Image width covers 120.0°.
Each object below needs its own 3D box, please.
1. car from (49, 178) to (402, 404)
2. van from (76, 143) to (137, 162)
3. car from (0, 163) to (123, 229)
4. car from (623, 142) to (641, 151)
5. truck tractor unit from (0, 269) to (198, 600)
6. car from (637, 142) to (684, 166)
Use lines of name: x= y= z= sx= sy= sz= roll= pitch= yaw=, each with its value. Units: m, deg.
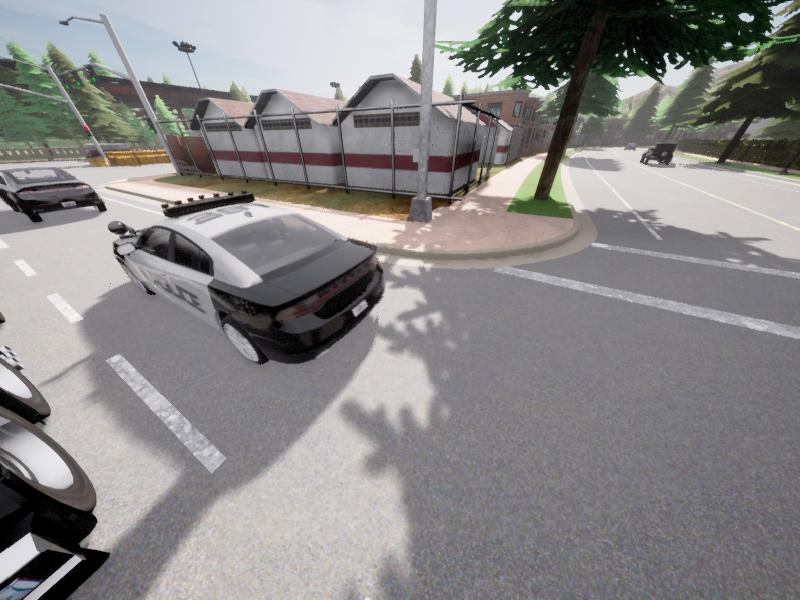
car: x=-2.728 y=-0.778 z=3.698 sx=5.238 sy=1.638 sz=1.930 roll=17 pitch=39 yaw=24
van: x=-39.630 y=-20.082 z=31.377 sx=1.775 sy=1.987 sz=4.442 roll=16 pitch=38 yaw=22
car: x=-13.221 y=-4.063 z=8.604 sx=4.902 sy=1.511 sz=2.128 roll=18 pitch=39 yaw=24
car: x=52.100 y=-34.554 z=51.908 sx=2.033 sy=1.411 sz=5.357 roll=29 pitch=44 yaw=35
truck tractor unit: x=-5.120 y=-0.292 z=0.767 sx=6.516 sy=4.208 sz=3.053 roll=18 pitch=39 yaw=24
car: x=26.057 y=-14.779 z=23.294 sx=1.905 sy=1.878 sz=3.866 roll=20 pitch=40 yaw=26
